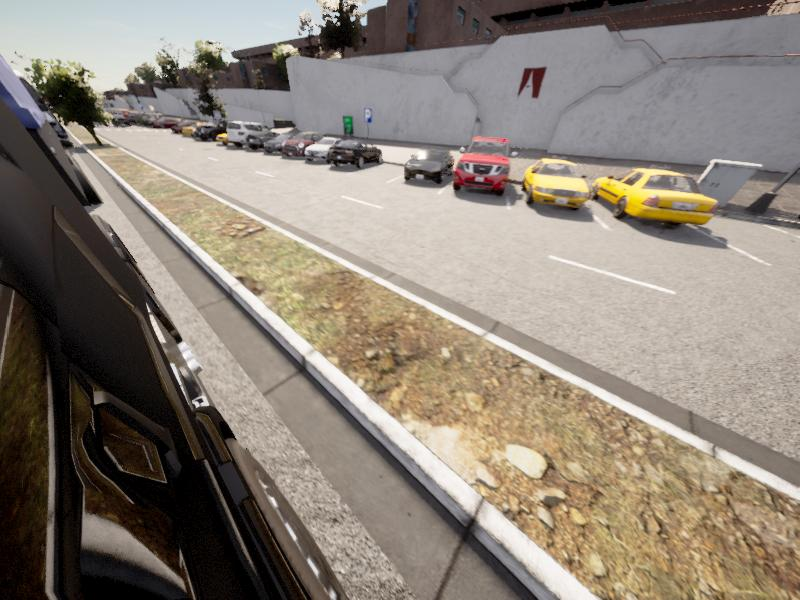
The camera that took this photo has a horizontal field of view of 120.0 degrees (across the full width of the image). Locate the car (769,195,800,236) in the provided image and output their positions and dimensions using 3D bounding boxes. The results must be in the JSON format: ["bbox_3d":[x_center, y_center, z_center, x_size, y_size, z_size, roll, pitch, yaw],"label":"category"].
[{"bbox_3d":[13.301,-1.653,5.124,2.435,2.045,5.566,14,37,15],"label":"car"}]

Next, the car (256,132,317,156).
[{"bbox_3d":[-9.673,-13.676,20.194,2.002,1.452,4.674,15,38,14],"label":"car"}]

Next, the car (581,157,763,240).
[{"bbox_3d":[8.755,-3.999,8.369,1.946,1.575,5.366,14,37,15],"label":"car"}]

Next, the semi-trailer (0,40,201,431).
[{"bbox_3d":[-8.699,-3.601,4.233,14.254,4.402,2.717,28,43,30],"label":"semi-trailer"}]

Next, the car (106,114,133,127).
[{"bbox_3d":[-47.716,-30.512,39.291,4.892,1.490,1.837,29,44,29],"label":"car"}]

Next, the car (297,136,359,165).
[{"bbox_3d":[-5.083,-11.220,17.213,2.002,1.452,4.674,15,37,14],"label":"car"}]

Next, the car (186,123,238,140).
[{"bbox_3d":[-23.459,-21.158,29.078,2.002,1.452,4.674,15,38,14],"label":"car"}]

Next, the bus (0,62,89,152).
[{"bbox_3d":[-27.322,-13.586,16.412,10.273,4.253,3.944,27,43,29],"label":"bus"}]

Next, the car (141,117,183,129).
[{"bbox_3d":[-41.829,-31.252,40.812,2.002,1.452,4.674,15,38,14],"label":"car"}]

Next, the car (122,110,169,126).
[{"bbox_3d":[-50.934,-36.489,46.445,2.435,2.045,5.566,15,38,14],"label":"car"}]

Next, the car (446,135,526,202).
[{"bbox_3d":[4.112,-6.537,11.039,2.435,2.045,5.566,14,37,14],"label":"car"}]

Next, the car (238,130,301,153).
[{"bbox_3d":[-11.972,-14.943,21.699,2.163,1.488,4.792,14,37,14],"label":"car"}]

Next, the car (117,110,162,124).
[{"bbox_3d":[-55.485,-39.034,49.406,2.435,2.045,5.566,15,38,14],"label":"car"}]

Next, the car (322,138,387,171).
[{"bbox_3d":[-2.791,-10.022,15.689,2.097,1.535,5.008,14,37,15],"label":"car"}]

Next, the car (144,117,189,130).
[{"bbox_3d":[-39.534,-29.981,39.317,2.163,1.488,4.792,15,38,14],"label":"car"}]

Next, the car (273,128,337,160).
[{"bbox_3d":[-7.360,-12.598,18.629,2.185,1.767,4.553,15,37,14],"label":"car"}]

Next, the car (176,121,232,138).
[{"bbox_3d":[-25.699,-22.551,30.664,1.946,1.575,5.366,15,38,14],"label":"car"}]

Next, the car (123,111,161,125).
[{"bbox_3d":[-53.246,-37.675,47.850,1.878,1.987,4.442,15,38,14],"label":"car"}]

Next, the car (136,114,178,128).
[{"bbox_3d":[-44.107,-32.624,42.149,2.185,1.767,4.553,15,38,14],"label":"car"}]

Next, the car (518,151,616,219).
[{"bbox_3d":[6.339,-5.026,9.571,1.946,1.575,5.366,14,37,14],"label":"car"}]

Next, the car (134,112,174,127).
[{"bbox_3d":[-46.333,-34.040,43.659,1.878,1.987,4.442,15,38,14],"label":"car"}]

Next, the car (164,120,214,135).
[{"bbox_3d":[-30.356,-24.931,33.453,2.163,1.488,4.792,15,38,14],"label":"car"}]

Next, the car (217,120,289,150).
[{"bbox_3d":[-14.252,-16.406,23.016,2.435,2.045,5.566,14,38,14],"label":"car"}]

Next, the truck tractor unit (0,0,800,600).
[{"bbox_3d":[-2.645,-0.295,0.351,6.516,4.208,3.053,28,44,30],"label":"truck tractor unit"}]

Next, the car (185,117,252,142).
[{"bbox_3d":[-21.153,-20.113,27.406,2.435,2.045,5.566,15,38,14],"label":"car"}]

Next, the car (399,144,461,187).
[{"bbox_3d":[1.799,-7.537,12.698,2.163,1.488,4.792,14,37,14],"label":"car"}]

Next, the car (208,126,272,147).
[{"bbox_3d":[-16.631,-17.335,24.481,1.946,1.575,5.366,15,38,14],"label":"car"}]
